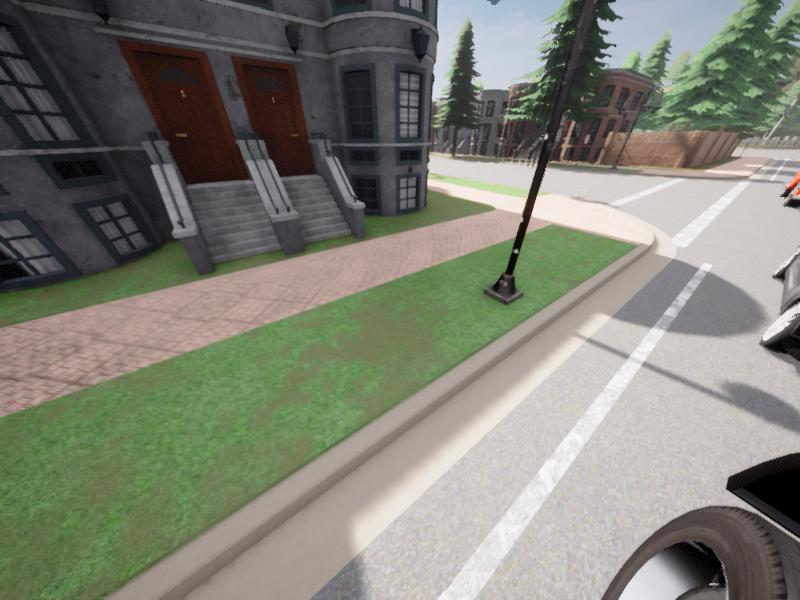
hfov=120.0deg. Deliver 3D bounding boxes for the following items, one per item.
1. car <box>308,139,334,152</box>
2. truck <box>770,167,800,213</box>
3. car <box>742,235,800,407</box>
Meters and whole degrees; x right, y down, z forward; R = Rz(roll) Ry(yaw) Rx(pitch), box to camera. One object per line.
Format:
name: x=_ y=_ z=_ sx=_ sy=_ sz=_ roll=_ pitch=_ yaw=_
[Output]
car: x=-15.567 y=-30.547 z=45.488 sx=2.150 sy=2.045 sz=5.566 roll=-30 pitch=45 yaw=-35
truck: x=16.780 y=-4.658 z=8.305 sx=5.204 sy=2.467 sz=2.627 roll=-22 pitch=41 yaw=-28
car: x=6.554 y=-0.165 z=2.715 sx=5.238 sy=1.638 sz=1.930 roll=-22 pitch=41 yaw=-28
